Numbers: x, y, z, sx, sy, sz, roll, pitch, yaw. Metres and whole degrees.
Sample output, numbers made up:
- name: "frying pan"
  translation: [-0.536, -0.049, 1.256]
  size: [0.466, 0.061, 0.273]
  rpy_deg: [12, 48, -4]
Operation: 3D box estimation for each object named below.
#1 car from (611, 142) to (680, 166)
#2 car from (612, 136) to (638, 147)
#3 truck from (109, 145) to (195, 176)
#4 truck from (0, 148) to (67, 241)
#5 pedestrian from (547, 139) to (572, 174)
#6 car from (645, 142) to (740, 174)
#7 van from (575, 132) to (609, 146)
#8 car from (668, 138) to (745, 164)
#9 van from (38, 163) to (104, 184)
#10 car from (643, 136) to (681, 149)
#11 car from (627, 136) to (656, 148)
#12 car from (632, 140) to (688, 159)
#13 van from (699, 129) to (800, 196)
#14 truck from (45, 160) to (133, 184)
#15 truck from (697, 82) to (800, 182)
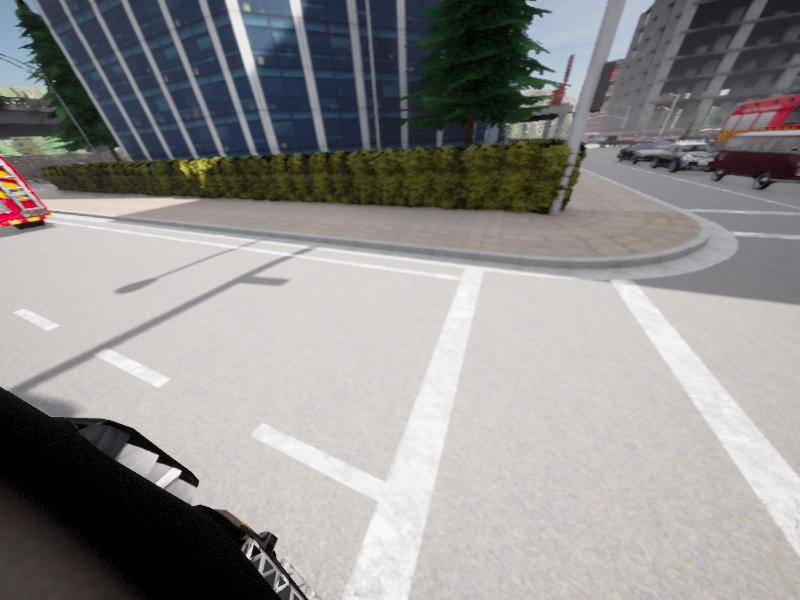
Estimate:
- name: "car"
  translation: [20.159, -12.311, 19.371]
  size: [2.033, 1.411, 5.357]
  rpy_deg: [10, 36, 19]
- name: "car"
  translation: [43.758, -30.890, 45.012]
  size: [1.882, 1.535, 5.008]
  rpy_deg: [10, 36, 19]
- name: "truck"
  translation: [-40.038, -23.032, 37.974]
  size: [2.891, 3.827, 8.468]
  rpy_deg: [11, 36, 19]
- name: "truck"
  translation: [-18.252, -4.545, 8.743]
  size: [8.468, 3.827, 2.891]
  rpy_deg: [11, 36, 19]
- name: "pedestrian"
  translation: [10.177, -9.220, 14.840]
  size: [0.751, 1.860, 0.751]
  rpy_deg: [10, 36, 19]
- name: "car"
  translation: [17.815, -8.906, 14.413]
  size: [1.970, 1.475, 3.806]
  rpy_deg: [10, 36, 19]
- name: "van"
  translation: [48.173, -40.625, 58.225]
  size: [5.915, 2.561, 1.988]
  rpy_deg: [10, 36, 19]
- name: "car"
  translation: [23.195, -11.460, 17.732]
  size: [1.845, 1.501, 3.633]
  rpy_deg: [10, 36, 19]
- name: "van"
  translation: [-43.702, -16.961, 30.874]
  size: [1.775, 1.987, 4.442]
  rpy_deg: [11, 36, 19]
- name: "car"
  translation: [38.612, -23.343, 34.220]
  size: [1.837, 1.490, 4.892]
  rpy_deg: [10, 36, 19]
- name: "car"
  translation: [41.052, -26.895, 39.331]
  size: [1.970, 1.475, 3.806]
  rpy_deg: [10, 36, 19]
- name: "car"
  translation: [25.717, -15.094, 23.089]
  size: [1.994, 1.385, 4.181]
  rpy_deg: [10, 36, 19]
- name: "van"
  translation: [15.515, -5.764, 9.458]
  size: [1.775, 1.987, 4.442]
  rpy_deg: [10, 36, 19]
- name: "truck"
  translation: [-40.193, -16.785, 30.225]
  size: [2.390, 2.098, 6.274]
  rpy_deg: [11, 36, 19]
- name: "truck"
  translation: [20.389, -8.382, 11.311]
  size: [2.891, 3.827, 8.468]
  rpy_deg: [10, 36, 19]
